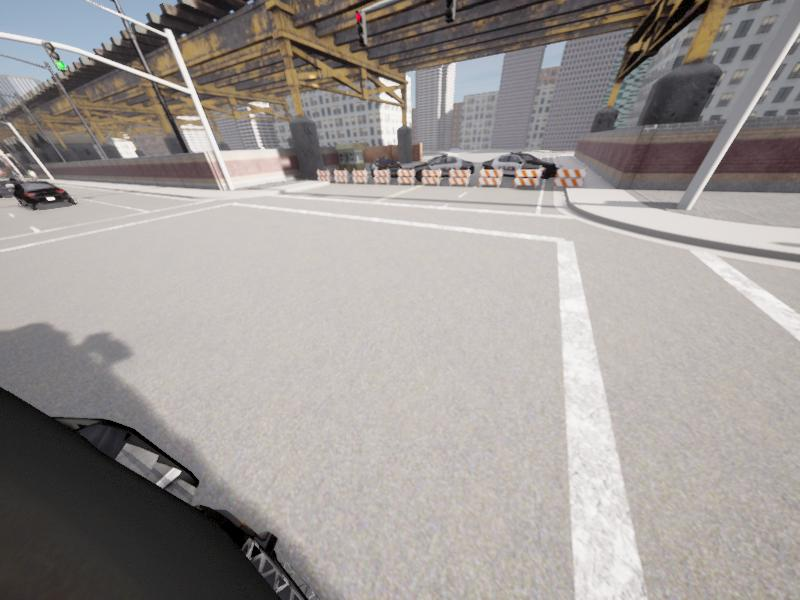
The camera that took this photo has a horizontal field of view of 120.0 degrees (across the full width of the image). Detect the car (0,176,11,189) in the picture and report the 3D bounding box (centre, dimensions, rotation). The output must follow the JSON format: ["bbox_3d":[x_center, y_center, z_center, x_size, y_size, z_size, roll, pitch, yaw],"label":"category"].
[{"bbox_3d":[-54.116,-15.477,30.420,4.902,1.511,2.128,15,38,26],"label":"car"}]

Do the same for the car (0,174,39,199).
[{"bbox_3d":[-37.030,-10.790,21.798,4.611,1.667,2.242,16,38,26],"label":"car"}]

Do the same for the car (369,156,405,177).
[{"bbox_3d":[-1.183,-11.084,19.065,1.853,1.218,4.536,-12,34,-12],"label":"car"}]

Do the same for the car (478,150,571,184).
[{"bbox_3d":[7.888,-8.920,15.337,2.038,1.542,4.974,-21,37,-25],"label":"car"}]

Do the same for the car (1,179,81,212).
[{"bbox_3d":[-23.132,-6.834,14.886,4.674,1.442,1.812,16,38,26],"label":"car"}]

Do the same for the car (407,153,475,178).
[{"bbox_3d":[2.886,-9.957,17.029,4.536,1.218,1.853,-6,34,-4],"label":"car"}]

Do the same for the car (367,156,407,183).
[{"bbox_3d":[-1.161,-10.926,19.110,2.038,1.542,4.974,-12,34,-12],"label":"car"}]

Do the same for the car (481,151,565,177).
[{"bbox_3d":[7.853,-9.074,15.288,1.853,1.218,4.536,-21,37,-25],"label":"car"}]

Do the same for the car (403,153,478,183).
[{"bbox_3d":[2.841,-9.820,17.112,4.974,1.542,2.038,-6,34,-4],"label":"car"}]
